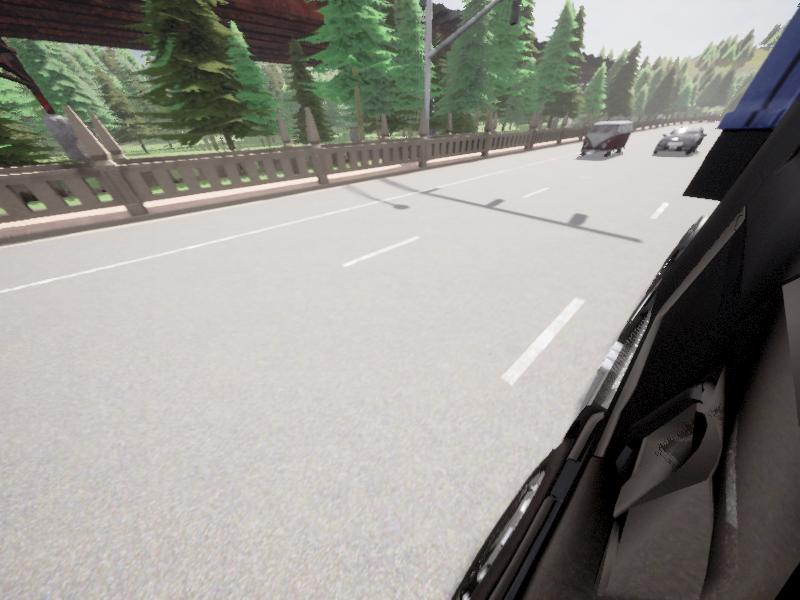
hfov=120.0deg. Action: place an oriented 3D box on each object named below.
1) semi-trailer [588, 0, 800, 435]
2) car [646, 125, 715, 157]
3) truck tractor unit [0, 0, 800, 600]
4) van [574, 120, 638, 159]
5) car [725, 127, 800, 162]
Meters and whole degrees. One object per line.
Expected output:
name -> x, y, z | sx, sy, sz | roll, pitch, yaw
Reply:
semi-trailer -> 9.424, -2.970, 3.348 | 14.254, 4.402, 2.717 | -19, 39, -20
car -> 19.419, -11.032, 15.951 | 4.902, 1.511, 2.128 | -28, 44, -30
truck tractor unit -> 2.645, -0.295, 0.351 | 6.516, 4.208, 3.053 | -28, 44, -30
van -> 14.499, -11.327, 16.239 | 4.442, 1.987, 1.775 | -28, 44, -30
car -> 20.949, -9.043, 13.324 | 4.181, 1.385, 1.994 | -28, 44, -30
